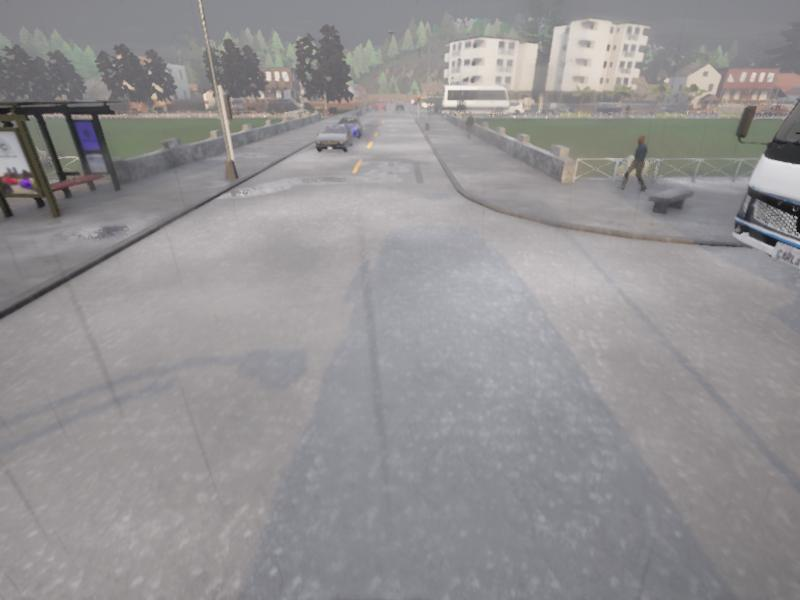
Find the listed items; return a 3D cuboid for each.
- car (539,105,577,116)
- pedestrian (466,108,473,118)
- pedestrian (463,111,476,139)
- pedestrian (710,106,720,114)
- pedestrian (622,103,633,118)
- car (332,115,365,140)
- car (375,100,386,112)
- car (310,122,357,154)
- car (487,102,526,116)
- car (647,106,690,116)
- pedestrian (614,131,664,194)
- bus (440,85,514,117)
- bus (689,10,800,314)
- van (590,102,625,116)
[{"bbox_3d":[25.755,-30.938,65.217,5.238,1.638,1.930,0,27,0],"label":"car"},{"bbox_3d":[9.855,-26.690,56.987,0.751,1.300,0.751,0,27,0],"label":"pedestrian"},{"bbox_3d":[5.099,-12.841,29.365,0.751,1.860,0.751,0,27,1],"label":"pedestrian"},{"bbox_3d":[54.337,-32.829,69.070,0.751,1.300,0.751,-15,31,-27],"label":"pedestrian"},{"bbox_3d":[32.352,-26.928,56.898,0.751,1.860,0.751,0,27,0],"label":"pedestrian"},{"bbox_3d":[-4.003,-13.837,31.928,2.007,1.525,4.514,0,27,0],"label":"car"},{"bbox_3d":[-4.011,-40.434,83.209,2.150,2.045,5.566,0,27,0],"label":"car"},{"bbox_3d":[-3.991,-10.207,24.998,2.033,1.411,5.357,0,27,0],"label":"car"},{"bbox_3d":[17.290,-31.126,65.124,5.566,2.045,2.150,0,27,0],"label":"car"},{"bbox_3d":[43.702,-30.812,65.274,5.357,1.411,2.033,0,27,0],"label":"car"},{"bbox_3d":[7.829,-4.521,13.185,0.751,1.860,0.751,1,27,1],"label":"pedestrian"},{"bbox_3d":[11.579,-30.351,61.165,10.273,4.253,3.944,0,27,0],"label":"bus"},{"bbox_3d":[11.418,-2.054,6.010,10.273,4.253,3.944,-1,27,0],"label":"bus"},{"bbox_3d":[33.700,-31.082,65.139,4.442,1.987,1.775,0,27,0],"label":"van"}]
